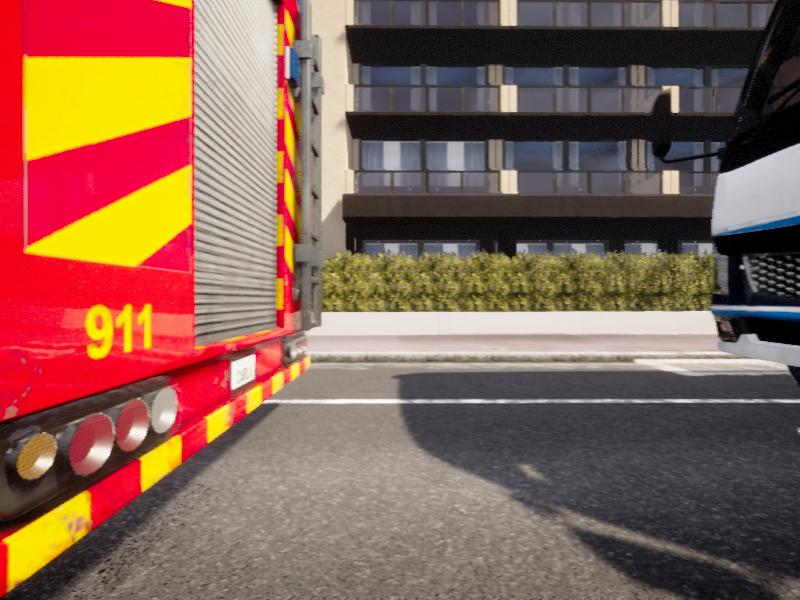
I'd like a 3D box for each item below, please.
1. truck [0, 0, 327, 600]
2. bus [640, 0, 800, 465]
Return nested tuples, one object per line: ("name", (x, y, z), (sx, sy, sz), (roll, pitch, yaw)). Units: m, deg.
("truck", (-4.894, -0.912, 2.166), (8.468, 3.827, 2.891), (0, 0, 0))
("bus", (7.547, -1.145, 2.101), (10.273, 4.253, 3.944), (0, 0, -2))
